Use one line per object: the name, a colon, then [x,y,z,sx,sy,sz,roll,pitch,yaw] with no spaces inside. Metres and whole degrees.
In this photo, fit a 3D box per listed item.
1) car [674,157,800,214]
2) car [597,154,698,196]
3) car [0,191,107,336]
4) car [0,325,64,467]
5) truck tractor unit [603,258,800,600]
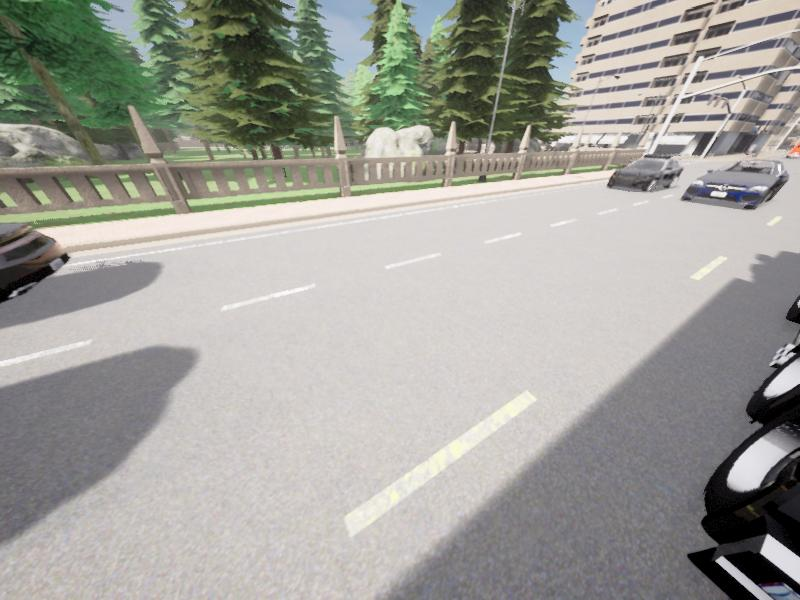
car: [15.035,-5.211,10.194,5.027,1.651,2.152,-18,39,-24]
car: [13.883,-7.153,12.957,5.238,1.638,1.930,-18,39,-25]
car: [-7.829,-0.077,2.724,4.902,1.511,2.128,-19,39,-25]
car: [-5.401,1.253,0.514,4.605,1.855,1.932,-18,39,-25]
truck tractor unit: [5.097,-0.315,0.792,6.516,4.208,3.053,-19,39,-24]
